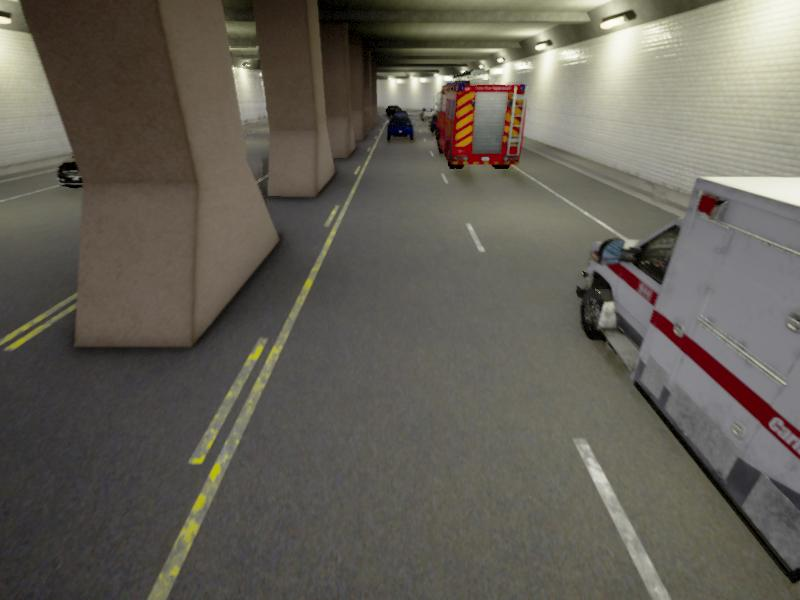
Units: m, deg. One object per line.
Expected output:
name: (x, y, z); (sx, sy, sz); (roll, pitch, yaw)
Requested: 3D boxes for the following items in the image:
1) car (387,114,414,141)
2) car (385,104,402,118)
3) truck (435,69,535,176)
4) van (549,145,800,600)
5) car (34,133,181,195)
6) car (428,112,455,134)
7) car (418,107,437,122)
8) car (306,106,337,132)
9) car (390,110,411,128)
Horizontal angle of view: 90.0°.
car: (0.035, -13.008, 30.004); (1.882, 1.535, 5.008); (0, 27, 0)
car: (-0.937, -26.268, 55.595); (1.882, 1.535, 5.008); (-3, 27, -7)
truck: (3.535, -8.818, 19.464); (2.891, 3.827, 8.468); (0, 27, 0)
van: (3.511, 0.552, 2.890); (2.351, 2.431, 6.366); (0, 27, 0)
car: (-10.480, -5.249, 14.979); (1.837, 1.490, 4.892); (0, 27, 0)
car: (3.539, -15.468, 34.888); (1.812, 1.442, 4.674); (0, 27, 0)
car: (3.315, -22.444, 48.261); (1.845, 1.501, 3.633); (-1, 28, -3)
car: (-6.968, -16.272, 35.859); (1.905, 1.878, 3.866); (0, 27, 0)
car: (0.046, -18.776, 41.296); (2.033, 1.411, 5.357); (0, 27, 0)
